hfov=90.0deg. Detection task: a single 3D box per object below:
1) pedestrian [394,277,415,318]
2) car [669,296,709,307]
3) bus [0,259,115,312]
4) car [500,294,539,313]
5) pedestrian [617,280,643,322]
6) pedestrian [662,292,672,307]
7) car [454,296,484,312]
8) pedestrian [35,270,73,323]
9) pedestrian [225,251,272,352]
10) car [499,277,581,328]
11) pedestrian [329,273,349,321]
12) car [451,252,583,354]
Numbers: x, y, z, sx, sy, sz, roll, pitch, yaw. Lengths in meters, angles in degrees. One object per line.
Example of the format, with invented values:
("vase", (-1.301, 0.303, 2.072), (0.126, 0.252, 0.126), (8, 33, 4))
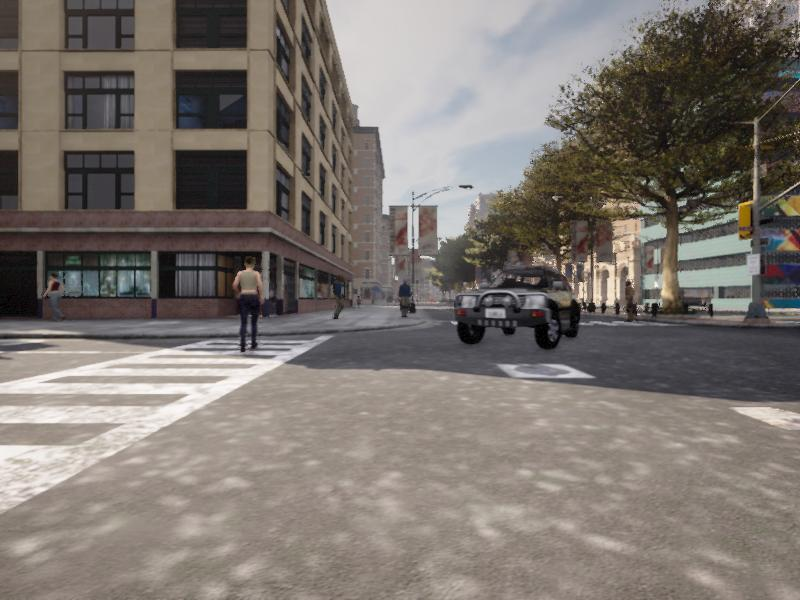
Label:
("pedestrian", (0.212, -0.115, 18.414), (0.751, 1.860, 0.751), (0, 0, -19))
("car", (40.523, 0.202, 56.303), (2.161, 1.482, 4.786), (0, 0, 0))
("bus", (-32.076, -1.170, 36.998), (3.944, 4.253, 10.273), (0, 0, 0))
("car", (9.456, 0.280, 31.992), (1.812, 1.442, 4.674), (0, 0, 1))
("pedestrian", (10.254, 0.048, 17.855), (0.751, 1.860, 0.751), (0, 0, 8))
("pedestrian", (34.397, -0.077, 51.511), (0.751, 1.860, 0.751), (0, 0, -5))
("car", (5.993, 0.350, 35.342), (1.895, 1.301, 4.718), (0, 0, 1))
("pedestrian", (-12.608, -0.130, 14.604), (0.751, 1.860, 0.751), (0, 0, 0))
("pedestrian", (-2.937, 0.032, 7.817), (0.751, 1.860, 0.751), (0, 0, -13))
("car", (5.444, 0.100, 16.263), (2.097, 1.767, 4.553), (0, 0, 5))
("pedestrian", (-2.476, -0.118, 16.183), (0.751, 1.860, 0.751), (0, 0, -12))
("car", (3.083, 0.055, 9.721), (1.932, 1.855, 4.605), (0, 0, 32))
